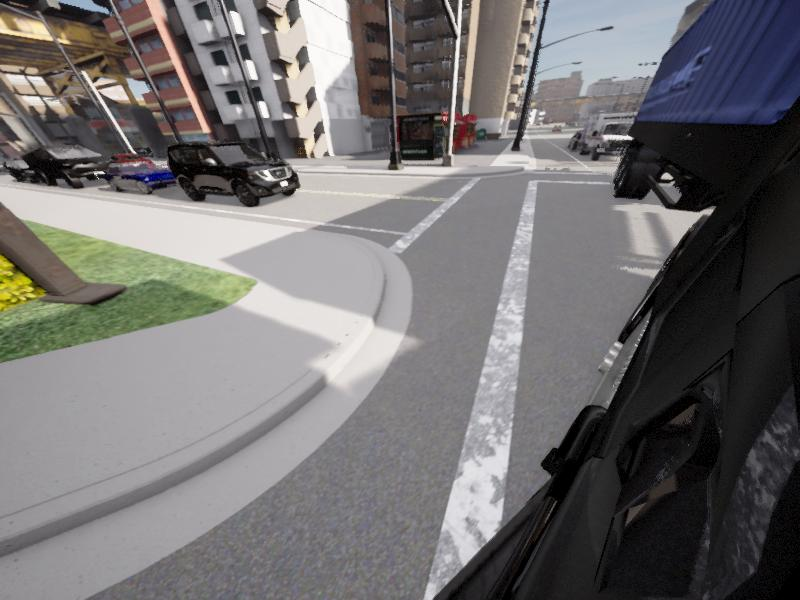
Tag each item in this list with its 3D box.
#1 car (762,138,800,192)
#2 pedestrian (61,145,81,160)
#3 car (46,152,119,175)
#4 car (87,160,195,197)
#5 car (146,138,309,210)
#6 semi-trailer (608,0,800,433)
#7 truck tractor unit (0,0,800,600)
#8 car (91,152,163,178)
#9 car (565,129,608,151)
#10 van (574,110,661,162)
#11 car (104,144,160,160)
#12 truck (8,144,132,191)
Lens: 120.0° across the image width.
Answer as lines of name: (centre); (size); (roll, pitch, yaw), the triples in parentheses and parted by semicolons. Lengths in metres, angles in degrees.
car: (14.060, -3.315, 5.476); (2.150, 2.045, 5.566); (-1, 37, 2)
pedestrian: (-51.906, -23.255, 36.479); (0.751, 1.860, 0.751); (0, 37, 4)
car: (-28.617, -12.335, 20.884); (4.792, 1.488, 2.163); (12, 39, 19)
car: (-13.612, -6.500, 12.209); (4.718, 1.301, 1.895); (13, 40, 20)
car: (-6.923, -5.250, 9.452); (5.566, 2.045, 2.150); (13, 40, 20)
semi-trailer: (7.518, -4.213, 5.119); (2.717, 4.402, 14.254); (21, 43, 28)
truck tractor unit: (2.645, -0.295, 0.351); (6.516, 4.208, 3.053); (-28, 44, -30)
car: (-21.476, -10.674, 18.206); (4.674, 1.442, 1.812); (13, 40, 20)
car: (17.505, -15.284, 21.995); (2.128, 1.511, 4.902); (13, 39, 20)
van: (14.394, -11.318, 15.984); (2.351, 2.431, 6.366); (13, 39, 20)
car: (-41.574, -23.099, 36.037); (1.930, 1.638, 5.238); (13, 40, 20)
truck: (-20.985, -8.541, 14.770); (6.274, 2.098, 2.390); (13, 40, 20)
